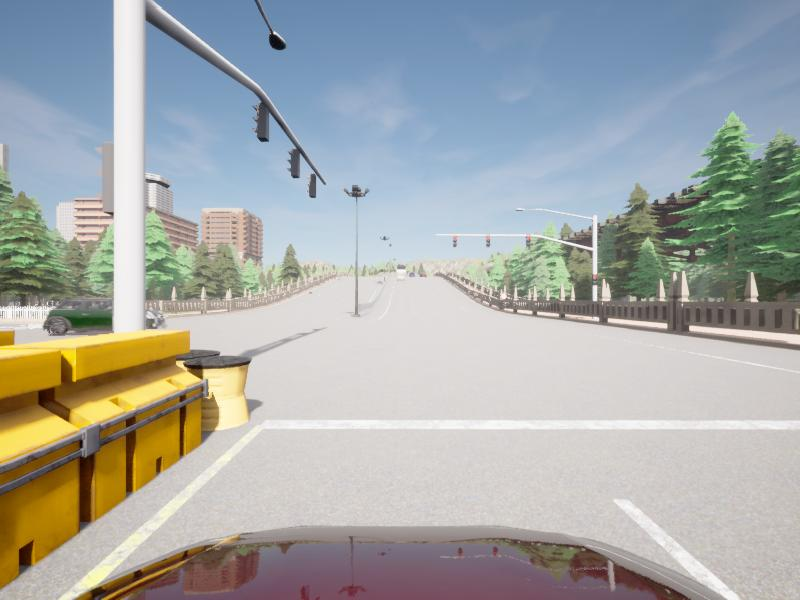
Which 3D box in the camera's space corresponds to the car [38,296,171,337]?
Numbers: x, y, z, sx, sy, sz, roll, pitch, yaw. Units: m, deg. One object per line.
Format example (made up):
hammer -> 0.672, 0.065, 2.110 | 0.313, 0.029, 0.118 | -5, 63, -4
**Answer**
car -> -13.650, 0.691, 18.818 | 4.553, 1.767, 2.097 | 0, 0, -14
